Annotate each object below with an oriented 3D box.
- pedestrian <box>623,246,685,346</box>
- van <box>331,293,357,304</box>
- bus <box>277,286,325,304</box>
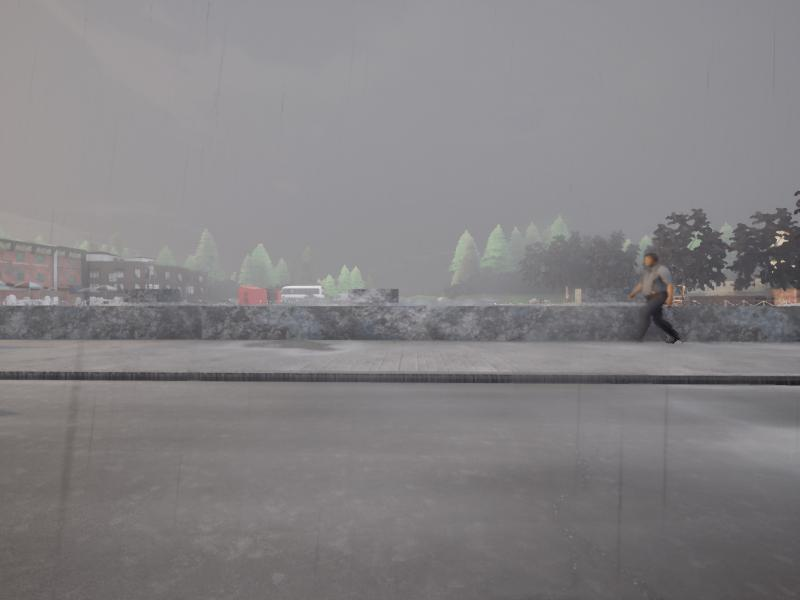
[{"bbox_3d":[4.948,-0.067,7.831,0.751,1.860,0.751,0,0,2],"label":"pedestrian"},{"bbox_3d":[-13.113,-0.300,93.638,5.915,2.561,1.988,0,0,2],"label":"van"},{"bbox_3d":[-23.066,-1.139,93.840,10.273,4.253,3.944,0,0,2],"label":"bus"}]
